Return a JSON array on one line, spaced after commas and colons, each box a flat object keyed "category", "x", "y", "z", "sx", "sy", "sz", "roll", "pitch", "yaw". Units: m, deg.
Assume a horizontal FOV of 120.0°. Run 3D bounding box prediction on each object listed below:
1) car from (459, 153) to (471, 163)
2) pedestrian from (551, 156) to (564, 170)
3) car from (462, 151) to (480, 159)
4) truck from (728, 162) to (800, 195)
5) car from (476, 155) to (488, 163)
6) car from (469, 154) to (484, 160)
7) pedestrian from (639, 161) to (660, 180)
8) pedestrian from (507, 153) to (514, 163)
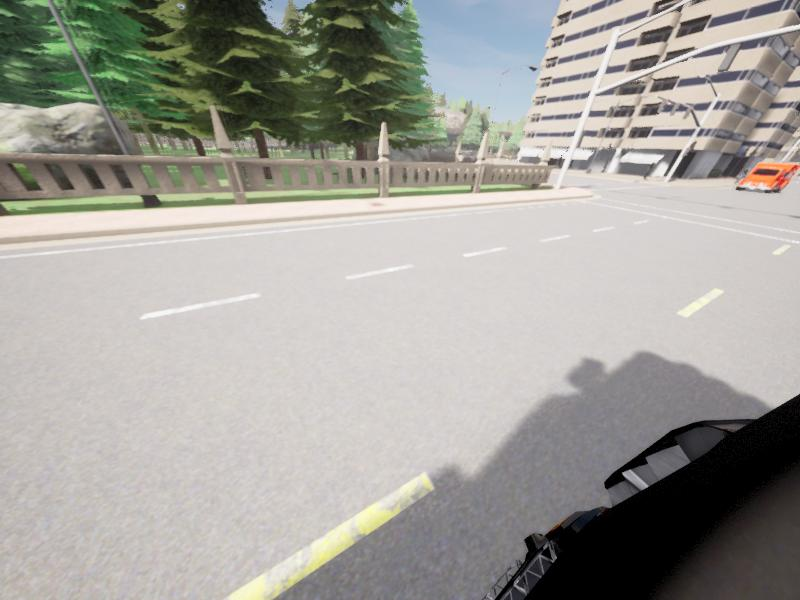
[{"category": "car", "x": 14.332, "y": -31.468, "z": 51.003, "sx": 2.242, "sy": 1.667, "sz": 4.611, "roll": 9, "pitch": 34, "yaw": 10}, {"category": "pedestrian", "x": 24.637, "y": -21.411, "z": 36.149, "sx": 0.751, "sy": 1.860, "sz": 0.751, "roll": -5, "pitch": 34, "yaw": -11}, {"category": "car", "x": 21.904, "y": -44.786, "z": 71.369, "sx": 5.566, "sy": 2.045, "sz": 2.150, "roll": -22, "pitch": 41, "yaw": -33}, {"category": "truck", "x": 35.776, "y": -11.901, "z": 22.547, "sx": 5.204, "sy": 2.467, "sz": 2.627, "roll": -14, "pitch": 37, "yaw": -24}, {"category": "car", "x": 19.470, "y": -33.409, "z": 54.616, "sx": 1.994, "sy": 1.385, "sz": 4.181, "roll": 14, "pitch": 35, "yaw": 17}, {"category": "car", "x": 22.604, "y": -42.280, "z": 68.188, "sx": 4.674, "sy": 1.442, "sz": 1.812, "roll": -24, "pitch": 42, "yaw": -35}, {"category": "pedestrian", "x": 29.120, "y": -15.099, "z": 26.977, "sx": 0.751, "sy": 1.860, "sz": 0.751, "roll": -11, "pitch": 36, "yaw": -20}, {"category": "pedestrian", "x": 24.599, "y": -31.593, "z": 51.517, "sx": 0.751, "sy": 1.860, "sz": 0.751, "roll": 11, "pitch": 34, "yaw": 12}]
